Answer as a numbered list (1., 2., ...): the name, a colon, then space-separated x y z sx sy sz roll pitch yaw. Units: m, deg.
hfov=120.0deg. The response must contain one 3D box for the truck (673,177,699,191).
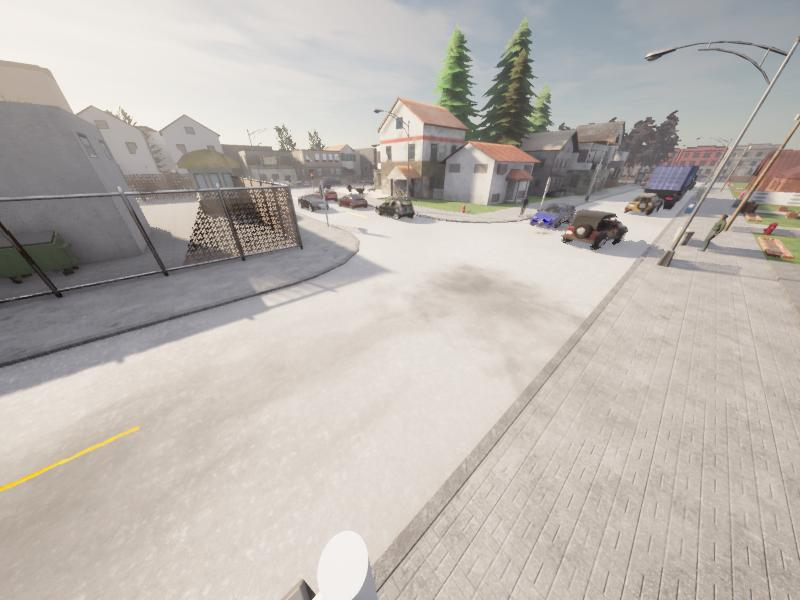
1. truck: 57.651 -23.425 46.483 6.274 2.098 2.390 -23 37 -34

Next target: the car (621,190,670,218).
1. car: 24.317 -9.583 22.880 4.605 1.855 1.932 -22 36 -29

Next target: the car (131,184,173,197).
1. car: -39.076 -17.363 36.605 4.193 1.474 1.816 -22 37 -33

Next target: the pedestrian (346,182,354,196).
1. pedestrian: -7.544 -16.727 34.843 0.751 1.860 0.751 -19 35 -29

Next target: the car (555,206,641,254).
1. car: 11.355 -4.173 13.344 3.866 1.878 1.905 -15 34 -24

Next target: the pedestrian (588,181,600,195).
1. pedestrian: 31.073 -17.925 36.936 0.751 1.860 0.751 -23 37 -34

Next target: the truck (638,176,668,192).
1. truck: 48.696 -22.441 44.405 5.204 2.467 2.627 -23 37 -34

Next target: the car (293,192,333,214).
1. car: -9.255 -10.369 24.454 2.128 1.511 4.902 -23 37 -34

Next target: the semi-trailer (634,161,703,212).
1. semi-trailer: 31.776 -13.577 27.094 14.254 4.402 2.717 -23 37 -34

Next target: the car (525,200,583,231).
1. car: 12.065 -6.681 18.051 4.514 1.525 2.007 -23 37 -34

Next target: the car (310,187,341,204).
1. car: -9.926 -13.902 30.558 2.007 1.525 4.514 -23 37 -34

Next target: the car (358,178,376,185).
1. car: -8.397 -30.255 58.932 3.806 1.475 1.970 -23 37 -34

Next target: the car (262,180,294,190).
1. car: -24.773 -23.440 47.025 5.366 1.575 1.801 -23 37 -34

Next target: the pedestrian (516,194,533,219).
1. pedestrian: 10.668 -8.063 19.856 0.751 1.860 0.751 11 32 18

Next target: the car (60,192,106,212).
1. car: -33.330 -10.450 24.440 1.816 1.474 4.193 -23 37 -34

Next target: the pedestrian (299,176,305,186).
1. pedestrian: -23.252 -28.192 54.718 0.751 1.860 0.751 -24 38 -36

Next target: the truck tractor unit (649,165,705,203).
1. truck tractor unit: 37.833 -16.033 31.547 6.516 4.208 3.053 -23 37 -34

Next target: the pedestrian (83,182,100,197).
1. pedestrian: -46.071 -16.547 34.549 0.751 1.860 0.751 -25 38 -36

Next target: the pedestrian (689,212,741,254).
1. pedestrian: 16.017 -3.428 11.827 0.751 1.860 0.751 20 35 30

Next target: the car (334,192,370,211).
1. car: -5.423 -11.160 25.967 1.994 1.385 4.181 -24 38 -35

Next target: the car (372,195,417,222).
1. car: -0.532 -8.299 20.773 1.851 1.617 3.988 -23 37 -34

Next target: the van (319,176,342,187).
1. van: -16.019 -27.283 53.272 4.442 1.987 1.775 -23 37 -34
